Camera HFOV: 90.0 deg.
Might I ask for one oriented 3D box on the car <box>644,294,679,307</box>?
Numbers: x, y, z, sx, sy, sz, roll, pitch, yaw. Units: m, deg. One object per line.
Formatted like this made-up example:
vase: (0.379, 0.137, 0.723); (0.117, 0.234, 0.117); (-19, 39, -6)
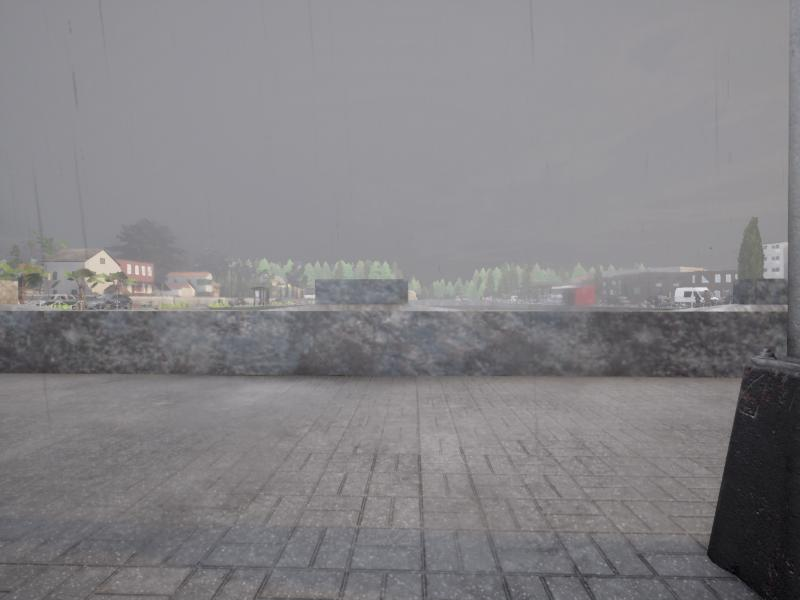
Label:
car: (37.100, 0.094, 56.978); (2.097, 1.767, 4.553); (0, 0, 2)

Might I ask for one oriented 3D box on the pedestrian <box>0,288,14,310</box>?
pedestrian: (-34.465, -0.067, 34.908); (0.751, 1.860, 0.751); (0, 0, 0)

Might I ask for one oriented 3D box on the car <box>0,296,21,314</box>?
car: (-29.630, 0.344, 27.856); (1.895, 1.301, 4.718); (0, 0, 2)

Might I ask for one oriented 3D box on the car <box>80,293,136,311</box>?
car: (-29.211, 0.178, 40.270); (2.033, 1.649, 4.856); (0, 0, 2)

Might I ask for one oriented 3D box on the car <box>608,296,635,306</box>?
car: (37.458, 0.168, 67.687); (2.033, 1.649, 4.856); (0, 0, 2)

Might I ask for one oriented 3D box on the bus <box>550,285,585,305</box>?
bus: (38.403, -1.139, 92.332); (3.944, 4.253, 10.273); (0, 0, 2)

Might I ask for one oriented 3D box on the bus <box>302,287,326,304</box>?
bus: (-23.038, -1.139, 108.033); (3.944, 4.253, 10.273); (0, 0, 2)

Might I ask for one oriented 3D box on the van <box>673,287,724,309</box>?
van: (36.850, -0.278, 49.652); (1.988, 2.561, 5.915); (0, 0, 2)

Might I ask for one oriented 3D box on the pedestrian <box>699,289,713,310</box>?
pedestrian: (28.296, -0.053, 36.964); (0.751, 1.860, 0.751); (0, 0, 1)

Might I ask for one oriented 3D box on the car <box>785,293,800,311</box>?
car: (36.340, 0.201, 34.239); (1.801, 1.575, 5.366); (0, 0, 2)

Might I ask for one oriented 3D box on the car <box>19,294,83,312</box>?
car: (-29.422, 0.253, 33.891); (1.970, 1.475, 3.806); (0, 0, 2)

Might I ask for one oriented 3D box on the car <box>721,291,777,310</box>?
car: (36.603, 0.052, 42.120); (1.932, 1.855, 4.605); (0, 0, 2)
